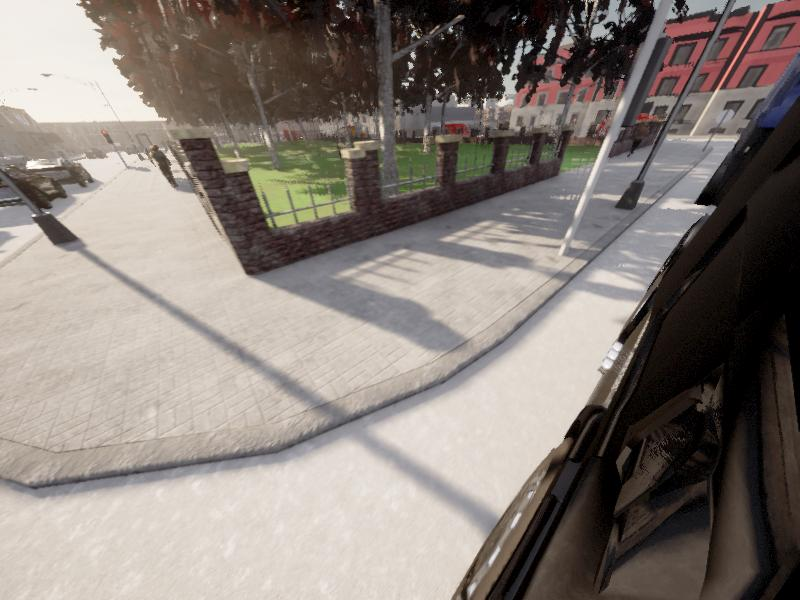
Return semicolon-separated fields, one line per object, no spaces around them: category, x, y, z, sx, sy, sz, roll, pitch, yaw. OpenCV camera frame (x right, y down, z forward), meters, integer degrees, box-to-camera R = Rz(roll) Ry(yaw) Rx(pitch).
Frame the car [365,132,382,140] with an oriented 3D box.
car;-7.157;-43.951;62.072;2.033;1.649;4.856;-28;44;-30

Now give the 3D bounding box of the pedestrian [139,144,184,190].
pedestrian;-11.759;-6.591;11.453;0.751;1.860;0.751;-29;44;-31

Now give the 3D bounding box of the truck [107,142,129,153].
truck;-73.288;-39.752;60.157;2.390;2.098;6.274;-28;44;-30

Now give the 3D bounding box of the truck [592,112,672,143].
truck;25.013;-18.719;25.198;2.627;2.467;5.204;-27;43;-29

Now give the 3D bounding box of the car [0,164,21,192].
car;-24.653;-6.897;12.857;1.932;1.855;4.605;-26;42;-28

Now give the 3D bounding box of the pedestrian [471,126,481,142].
pedestrian;10.889;-23.792;33.167;0.751;1.860;0.751;-28;43;-30

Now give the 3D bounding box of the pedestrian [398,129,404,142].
pedestrian;0.178;-31.118;43.665;0.751;1.860;0.751;-28;44;-30

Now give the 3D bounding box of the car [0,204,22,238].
car;-12.158;-1.642;5.338;2.128;1.511;4.902;-28;43;-30

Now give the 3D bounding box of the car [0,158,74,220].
car;-16.332;-4.720;9.631;2.033;1.649;4.856;-29;44;-31

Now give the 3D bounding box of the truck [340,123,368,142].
truck;-12.407;-44.638;61.531;2.891;3.827;8.468;-28;44;-30

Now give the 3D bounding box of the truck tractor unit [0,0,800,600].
truck tractor unit;2.645;-0.295;0.351;6.516;4.208;3.053;-28;44;-30

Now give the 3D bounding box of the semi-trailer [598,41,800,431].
semi-trailer;8.685;-3.604;4.256;14.254;4.402;2.717;-28;44;-30

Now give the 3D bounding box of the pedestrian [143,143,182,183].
pedestrian;-13.581;-7.848;13.254;0.751;1.860;0.751;-28;43;-30

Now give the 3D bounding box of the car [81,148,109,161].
car;-51.681;-24.746;39.223;1.812;1.442;4.674;-28;44;-30

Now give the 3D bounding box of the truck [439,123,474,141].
truck;9.679;-29.220;40.238;2.627;2.467;5.204;-28;43;-30

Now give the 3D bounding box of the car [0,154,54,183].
car;-31.020;-10.829;18.851;1.837;1.490;4.892;-28;44;-30

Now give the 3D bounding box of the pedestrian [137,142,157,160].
pedestrian;-31.105;-18.336;28.419;0.751;1.860;0.751;-17;39;-19

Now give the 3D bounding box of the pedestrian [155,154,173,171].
pedestrian;-18.505;-10.779;18.130;0.500;1.100;0.500;-27;43;-29

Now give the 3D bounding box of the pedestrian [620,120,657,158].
pedestrian;14.724;-9.913;14.290;0.751;1.860;0.751;-27;43;-29

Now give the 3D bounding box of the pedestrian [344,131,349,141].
pedestrian;-13.113;-40.200;56.682;0.751;1.860;0.751;-28;44;-30

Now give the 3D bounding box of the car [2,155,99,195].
car;-20.686;-7.706;14.008;2.128;1.511;4.902;-30;45;-32

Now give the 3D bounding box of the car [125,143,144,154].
car;-60.182;-34.414;52.434;2.097;1.767;4.553;-28;44;-30

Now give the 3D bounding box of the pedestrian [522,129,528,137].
pedestrian;21.491;-28.718;39.769;0.500;1.100;0.500;26;45;33
